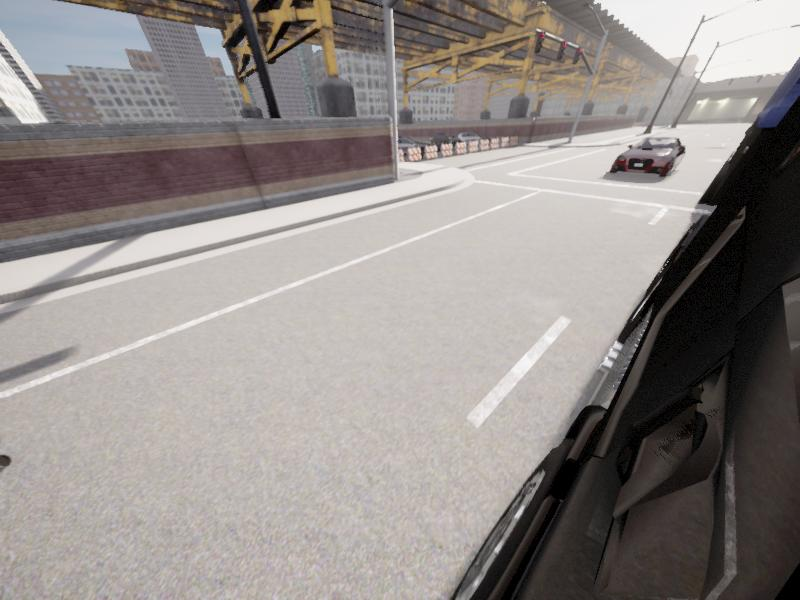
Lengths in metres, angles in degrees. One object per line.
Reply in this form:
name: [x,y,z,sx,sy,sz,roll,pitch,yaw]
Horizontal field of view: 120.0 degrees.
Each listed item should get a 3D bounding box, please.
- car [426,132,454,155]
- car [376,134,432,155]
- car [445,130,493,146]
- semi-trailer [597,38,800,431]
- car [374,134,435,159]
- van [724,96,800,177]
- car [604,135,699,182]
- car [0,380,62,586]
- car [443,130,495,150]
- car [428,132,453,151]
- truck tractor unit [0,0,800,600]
car: [3.932,-15.154,22.279,2.038,1.542,4.974,7,38,12]
car: [0.358,-13.390,19.887,4.536,1.218,1.853,0,37,4]
car: [7.472,-17.815,25.343,4.536,1.218,1.853,-9,37,-8]
semi-trailer: [8.713,-3.595,4.213,14.254,4.402,2.717,-28,44,-30]
car: [0.415,-13.264,19.978,4.974,1.542,2.038,0,37,4]
van: [17.621,-7.622,10.593,5.915,2.561,1.988,-28,44,-30]
car: [11.665,-6.698,10.708,4.181,1.385,1.994,-28,44,-30]
car: [-4.397,1.895,0.255,4.181,1.385,1.994,-28,44,-30]
car: [7.529,-17.697,25.445,4.974,1.542,2.038,-9,37,-8]
car: [3.938,-15.310,22.224,1.853,1.218,4.536,7,38,12]
truck tractor unit: [2.645,-0.295,0.351,6.516,4.208,3.053,-28,44,-30]
